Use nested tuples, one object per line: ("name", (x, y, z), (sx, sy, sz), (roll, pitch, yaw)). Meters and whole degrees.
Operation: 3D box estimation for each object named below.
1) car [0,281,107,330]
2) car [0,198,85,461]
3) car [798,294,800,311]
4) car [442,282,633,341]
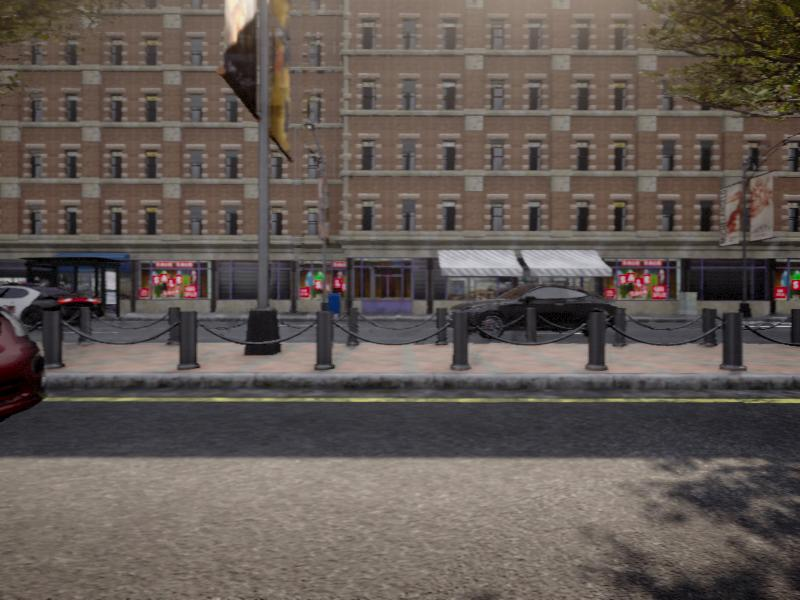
("car", (-13.265, 0.193, 13.710), (4.974, 1.542, 2.038), (0, 0, 0))
("car", (-4.457, 0.176, 2.202), (3.988, 1.617, 1.851), (0, 0, 0))
("car", (38.747, 0.252, 35.366), (1.930, 1.638, 5.238), (0, 0, -1))
("car", (3.658, 0.276, 10.994), (4.674, 1.442, 1.812), (0, 0, -10))
